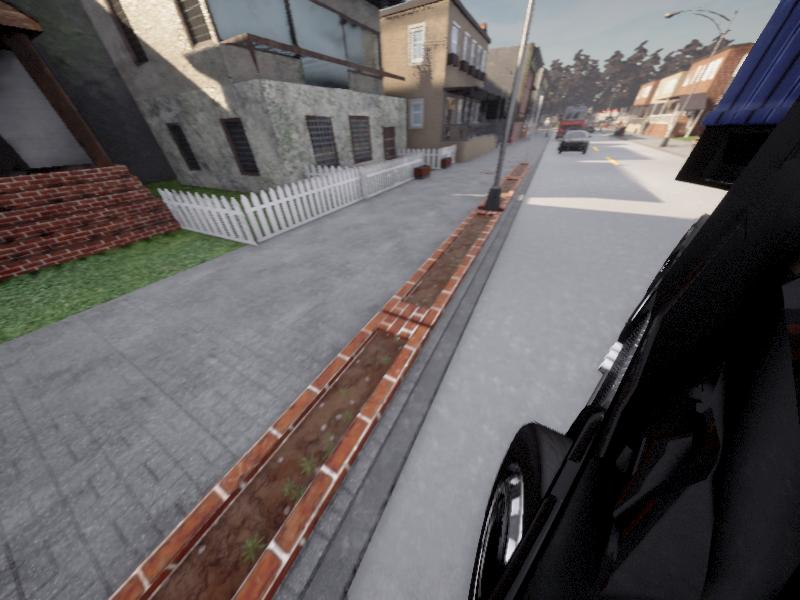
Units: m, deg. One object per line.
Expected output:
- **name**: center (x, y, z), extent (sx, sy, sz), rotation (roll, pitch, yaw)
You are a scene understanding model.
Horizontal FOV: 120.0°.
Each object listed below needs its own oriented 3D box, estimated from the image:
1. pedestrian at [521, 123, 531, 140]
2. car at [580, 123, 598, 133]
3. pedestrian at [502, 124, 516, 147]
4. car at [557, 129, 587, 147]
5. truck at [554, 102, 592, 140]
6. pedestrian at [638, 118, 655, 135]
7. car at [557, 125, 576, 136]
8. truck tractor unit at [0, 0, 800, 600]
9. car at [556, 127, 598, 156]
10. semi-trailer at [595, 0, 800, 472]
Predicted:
- **pedestrian**: center (17.240, -23.019, 31.608), extent (0.751, 1.860, 0.751), rotation (18, 41, 25)
- **car**: center (37.501, -34.229, 45.959), extent (2.038, 1.542, 4.974), rotation (17, 41, 23)
- **pedestrian**: center (11.169, -16.810, 23.659), extent (0.751, 1.860, 0.751), rotation (23, 44, 29)
- **car**: center (17.871, -16.975, 24.148), extent (1.994, 1.385, 4.181), rotation (17, 41, 24)
- **truck**: center (24.762, -25.794, 33.483), extent (2.891, 3.827, 8.468), rotation (17, 41, 23)
- **pedestrian**: center (34.032, -23.947, 31.954), extent (0.751, 1.860, 0.751), rotation (16, 41, 23)
- **car**: center (28.959, -29.566, 40.239), extent (2.163, 1.488, 4.792), rotation (17, 41, 23)
- **truck tractor unit**: center (2.645, -0.295, 0.351), extent (6.516, 4.208, 3.053), rotation (-28, 44, -30)
- **car**: center (14.197, -13.019, 18.846), extent (1.930, 1.638, 5.238), rotation (16, 41, 23)
- **semi-trailer**: center (10.094, -1.076, 0.823), extent (14.254, 4.402, 2.717), rotation (1, 36, 4)
